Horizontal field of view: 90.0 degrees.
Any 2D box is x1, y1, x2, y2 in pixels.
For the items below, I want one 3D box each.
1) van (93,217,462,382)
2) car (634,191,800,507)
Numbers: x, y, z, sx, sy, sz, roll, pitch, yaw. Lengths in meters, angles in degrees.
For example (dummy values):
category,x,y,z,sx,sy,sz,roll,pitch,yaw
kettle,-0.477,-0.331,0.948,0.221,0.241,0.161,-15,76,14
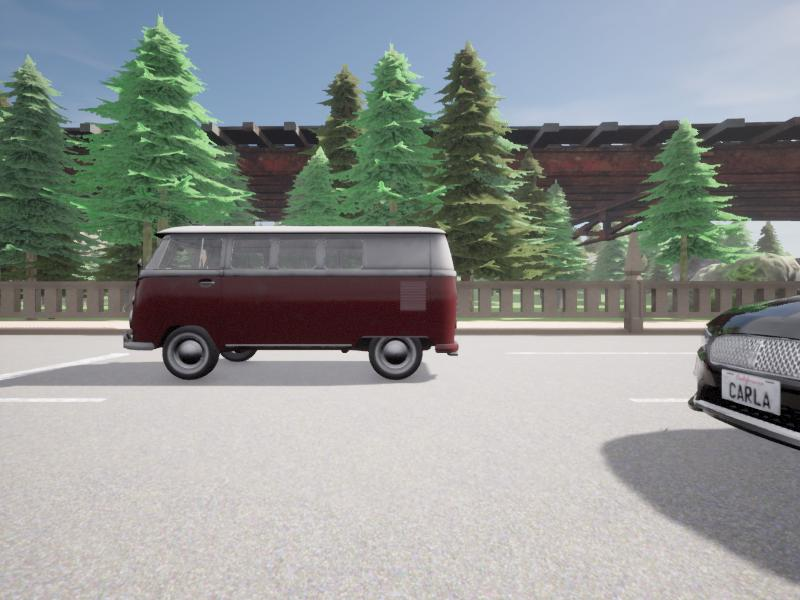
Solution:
category,x,y,z,sx,sy,sz,roll,pitch,yaw
van,-1.470,-0.002,5.700,4.442,1.987,1.775,0,0,0
car,4.363,0.237,2.200,4.902,1.511,2.128,0,0,0
